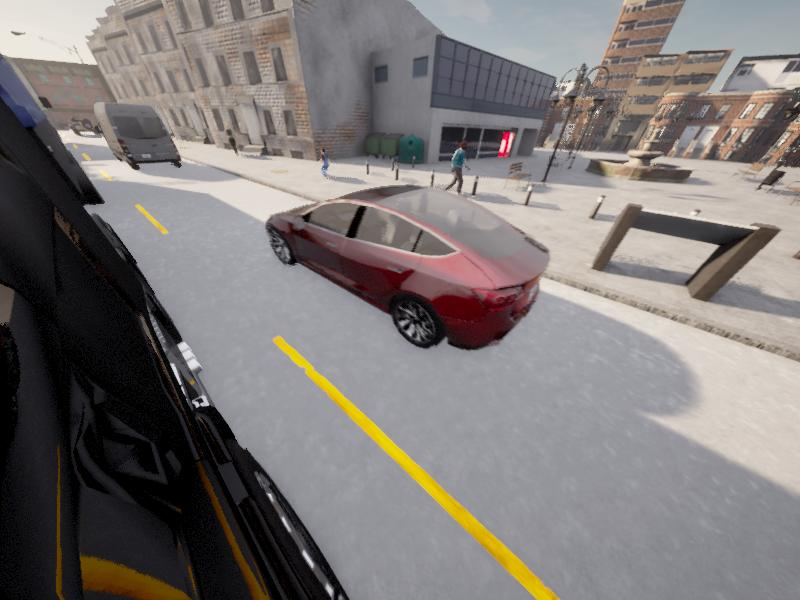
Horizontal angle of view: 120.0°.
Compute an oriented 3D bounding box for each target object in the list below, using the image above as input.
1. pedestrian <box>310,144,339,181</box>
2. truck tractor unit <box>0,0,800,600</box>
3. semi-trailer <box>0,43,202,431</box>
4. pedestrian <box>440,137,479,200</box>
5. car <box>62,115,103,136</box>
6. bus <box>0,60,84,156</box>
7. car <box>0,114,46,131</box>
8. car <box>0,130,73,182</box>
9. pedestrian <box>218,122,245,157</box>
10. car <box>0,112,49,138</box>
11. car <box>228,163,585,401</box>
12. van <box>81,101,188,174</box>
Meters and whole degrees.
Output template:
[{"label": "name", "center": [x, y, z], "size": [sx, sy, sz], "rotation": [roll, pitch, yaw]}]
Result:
[{"label": "pedestrian", "center": [-3.315, -6.100, 10.251], "size": [0.751, 1.300, 0.751], "rotation": [31, 45, 32]}, {"label": "truck tractor unit", "center": [-2.645, -0.295, 0.351], "size": [6.516, 4.208, 3.053], "rotation": [28, 44, 30]}, {"label": "semi-trailer", "center": [-8.692, -3.604, 4.240], "size": [14.254, 4.402, 2.717], "rotation": [28, 44, 30]}, {"label": "pedestrian", "center": [2.122, -4.776, 8.401], "size": [0.751, 1.860, 0.751], "rotation": [28, 44, 30]}, {"label": "car", "center": [-37.233, -20.476, 27.098], "size": [4.605, 1.855, 1.932], "rotation": [27, 44, 29]}, {"label": "bus", "center": [-26.220, -12.693, 15.430], "size": [10.273, 4.253, 3.944], "rotation": [28, 44, 30]}, {"label": "car", "center": [-49.738, -22.427, 29.161], "size": [5.238, 1.638, 1.930], "rotation": [-8, 38, -13]}, {"label": "car", "center": [-16.411, -6.389, 10.007], "size": [5.357, 1.411, 2.033], "rotation": [28, 44, 30]}, {"label": "pedestrian", "center": [-11.359, -10.821, 15.586], "size": [0.751, 1.860, 0.751], "rotation": [-28, 46, -34]}, {"label": "car", "center": [-37.379, -17.427, 23.029], "size": [3.866, 1.878, 1.905], "rotation": [28, 44, 29]}, {"label": "car", "center": [-0.311, -1.026, 3.749], "size": [4.792, 1.488, 2.163], "rotation": [28, 44, 29]}, {"label": "van", "center": [-13.883, -8.557, 12.080], "size": [5.915, 2.561, 1.988], "rotation": [28, 44, 29]}]
